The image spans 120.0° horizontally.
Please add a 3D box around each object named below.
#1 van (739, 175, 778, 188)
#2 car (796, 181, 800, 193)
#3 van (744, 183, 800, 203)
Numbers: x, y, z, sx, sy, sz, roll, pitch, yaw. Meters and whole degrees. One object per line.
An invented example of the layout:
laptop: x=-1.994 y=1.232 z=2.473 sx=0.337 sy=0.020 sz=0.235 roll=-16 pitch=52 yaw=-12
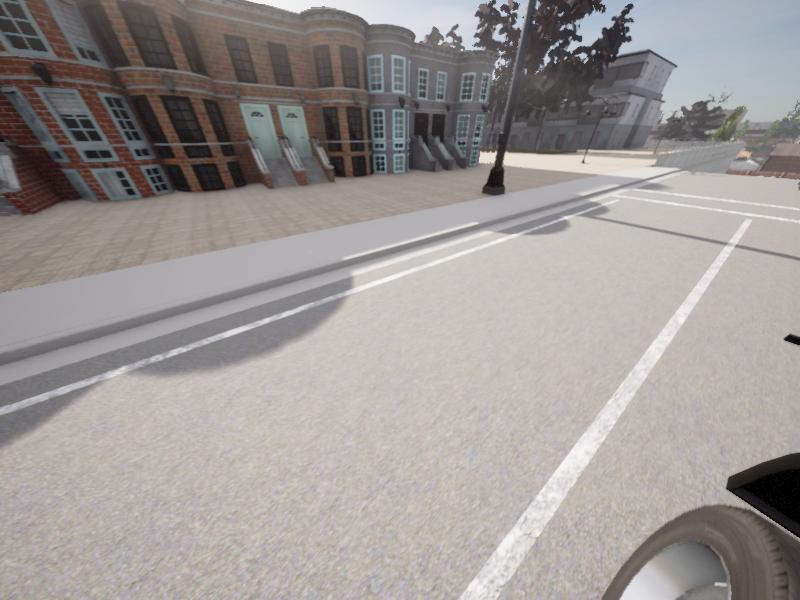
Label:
van: x=85.418 y=-28.232 z=55.057 sx=2.069 sy=2.038 sz=4.480 roll=-22 pitch=41 yaw=-28
car: x=20.909 y=-5.956 z=10.618 sx=4.553 sy=1.767 sz=2.097 roll=-21 pitch=41 yaw=-28
van: x=70.813 y=-20.580 z=44.185 sx=2.351 sy=2.431 sz=6.366 roll=14 pitch=36 yaw=20
